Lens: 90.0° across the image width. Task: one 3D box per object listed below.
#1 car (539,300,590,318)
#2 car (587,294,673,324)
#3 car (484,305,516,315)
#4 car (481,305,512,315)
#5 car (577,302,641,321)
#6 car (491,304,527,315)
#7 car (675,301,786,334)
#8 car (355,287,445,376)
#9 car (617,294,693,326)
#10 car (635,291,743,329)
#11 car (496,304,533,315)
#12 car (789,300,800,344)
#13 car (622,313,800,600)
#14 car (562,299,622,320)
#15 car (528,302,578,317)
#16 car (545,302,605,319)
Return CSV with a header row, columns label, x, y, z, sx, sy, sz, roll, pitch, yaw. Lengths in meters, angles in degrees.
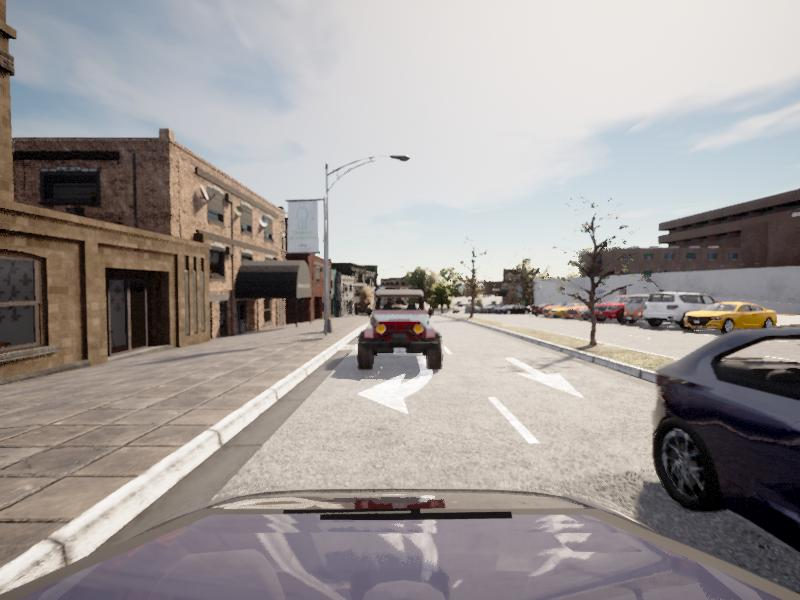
label,x,y,z,sx,sy,sz,roll,pitch,yaw
car,16.993,0.913,41.395,4.553,1.767,2.185,1,-1,-20
car,16.933,0.642,29.467,5.566,2.045,2.435,1,0,-20
car,17.005,1.699,68.100,4.892,1.521,2.231,1,-2,-19
car,17.061,1.792,71.057,4.892,1.521,2.231,1,-2,-18
car,16.958,0.960,32.457,4.674,1.452,2.002,1,0,-20
car,16.976,1.518,62.189,5.008,1.535,2.097,1,-2,-20
car,16.956,0.848,20.549,5.008,1.535,2.097,1,0,-20
car,-0.005,0.649,10.386,1.905,1.878,3.866,0,0,0
car,16.848,0.645,26.464,4.442,1.987,1.878,1,0,-20
car,16.980,0.605,23.541,5.566,2.045,2.435,1,-1,-20
car,16.971,1.432,59.228,5.008,1.535,2.097,1,-2,-20
car,17.122,0.840,14.663,5.366,1.575,1.946,1,0,-20
car,3.000,0.856,1.671,1.816,1.474,4.193,0,0,0
car,16.988,0.829,35.443,4.553,1.767,2.185,1,-1,-20
car,16.953,1.089,44.360,5.008,1.535,2.097,1,-1,-20
car,16.786,0.985,38.338,5.366,1.575,1.946,1,-1,-20
